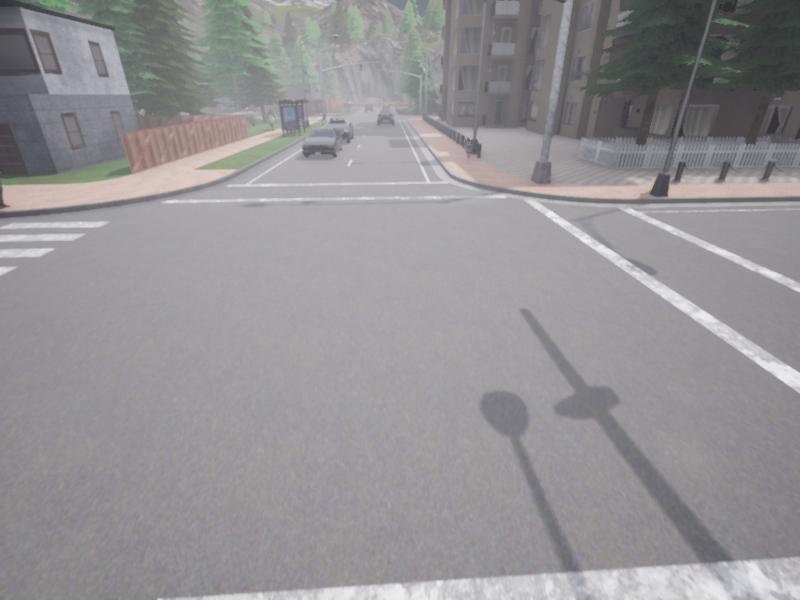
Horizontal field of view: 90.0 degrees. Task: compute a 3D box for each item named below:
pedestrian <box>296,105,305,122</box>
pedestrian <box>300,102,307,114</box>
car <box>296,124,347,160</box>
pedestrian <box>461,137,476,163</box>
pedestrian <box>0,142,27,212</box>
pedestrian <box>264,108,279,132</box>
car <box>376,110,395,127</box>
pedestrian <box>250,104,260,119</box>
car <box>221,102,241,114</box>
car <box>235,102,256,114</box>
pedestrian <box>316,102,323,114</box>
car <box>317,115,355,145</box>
[{"bbox_3d":[-11.924,-22.432,48.096,0.751,1.860,0.751,-2,27,-4],"label":"pedestrian"},{"bbox_3d":[-16.631,-33.078,68.895,0.751,1.860,0.751,-2,27,-3],"label":"pedestrian"},{"bbox_3d":[-4.384,-9.264,23.243,2.033,1.411,5.357,-1,27,-1],"label":"car"},{"bbox_3d":[3.205,-7.044,18.816,0.500,1.100,0.500,-4,27,-8],"label":"pedestrian"},{"bbox_3d":[-11.304,-3.444,10.953,0.751,1.860,0.751,2,27,5],"label":"pedestrian"},{"bbox_3d":[-11.423,-16.021,35.568,0.751,1.860,0.751,3,27,5],"label":"pedestrian"},{"bbox_3d":[-1.621,-20.727,45.482,2.038,1.542,4.974,-1,27,-1],"label":"car"},{"bbox_3d":[-19.704,-25.668,54.413,0.751,1.860,0.751,-1,27,-1],"label":"pedestrian"},{"bbox_3d":[-30.010,-34.093,70.983,1.905,1.878,3.866,-1,27,-3],"label":"car"},{"bbox_3d":[-27.520,-34.335,71.444,1.932,1.855,4.605,-1,27,-3],"label":"car"},{"bbox_3d":[-13.734,-32.886,68.512,0.751,1.860,0.751,-22,34,-36],"label":"pedestrian"},{"bbox_3d":[-4.598,-12.676,29.659,2.152,1.651,5.027,-1,27,-1],"label":"car"}]
